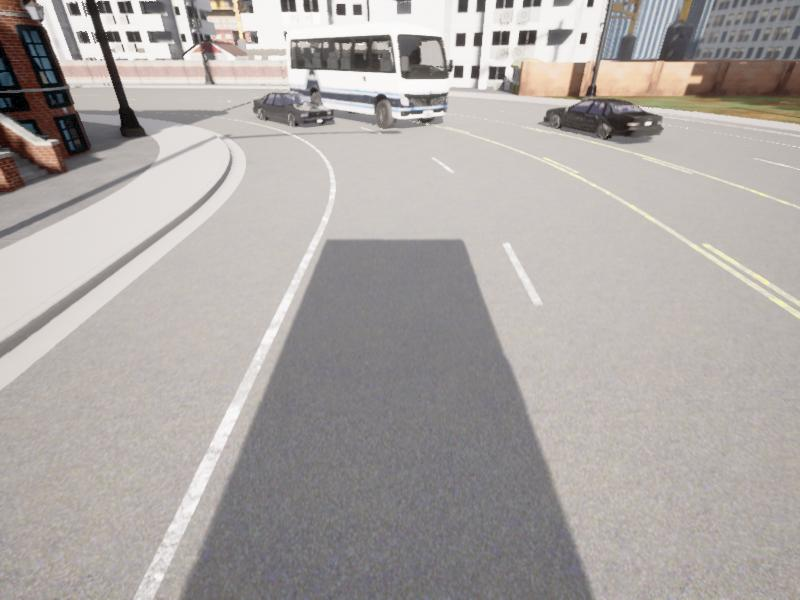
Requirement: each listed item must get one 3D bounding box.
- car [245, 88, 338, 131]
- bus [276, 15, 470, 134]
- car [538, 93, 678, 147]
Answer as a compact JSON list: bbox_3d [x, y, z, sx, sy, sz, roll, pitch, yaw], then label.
[{"bbox_3d":[-5.602,-9.789,20.345,2.033,1.411,5.357,-26,40,-36],"label":"car"},{"bbox_3d":[-1.859,-11.736,20.799,3.944,4.253,10.273,-24,39,-36],"label":"bus"},{"bbox_3d":[8.622,-7.933,17.315,2.033,1.411,5.357,-11,33,-17],"label":"car"}]
